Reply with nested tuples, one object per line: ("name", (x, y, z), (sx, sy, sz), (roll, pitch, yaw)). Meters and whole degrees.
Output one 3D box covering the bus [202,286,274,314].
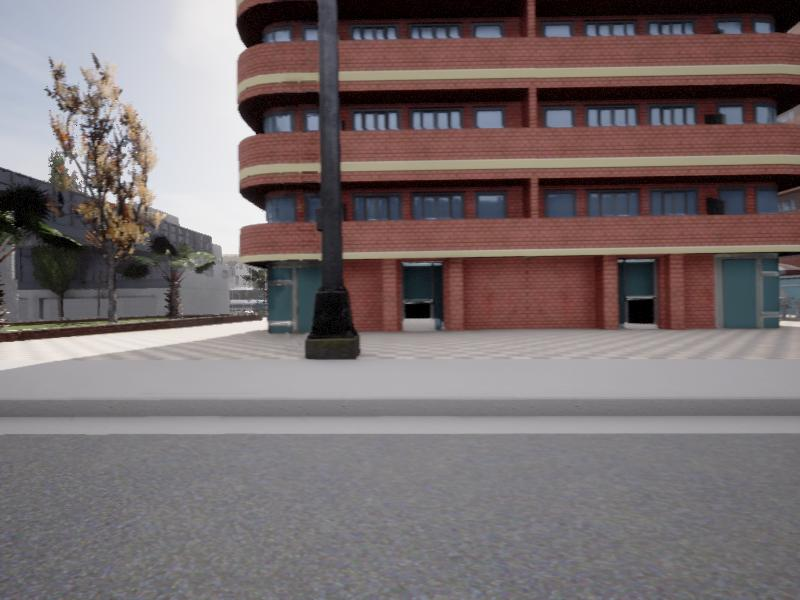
("bus", (-26.689, 0.049, 66.489), (10.273, 4.253, 3.944), (-1, 0, 0))
